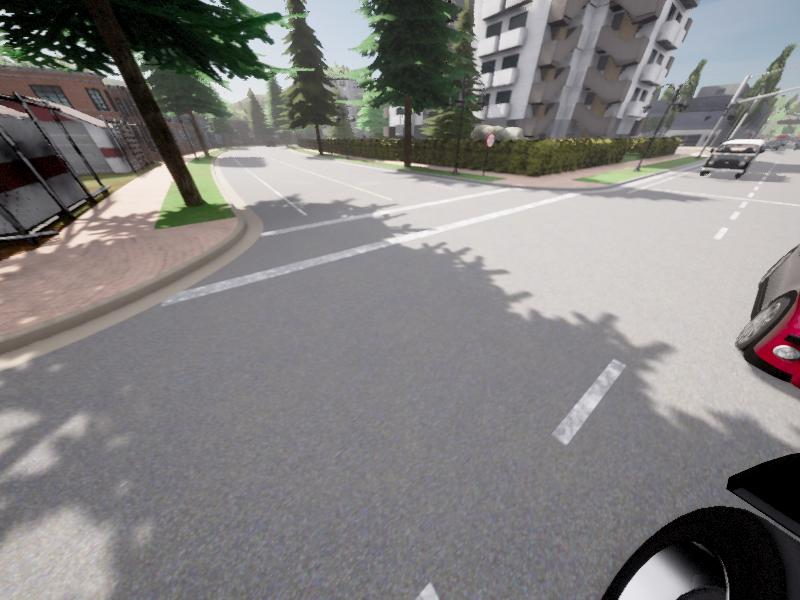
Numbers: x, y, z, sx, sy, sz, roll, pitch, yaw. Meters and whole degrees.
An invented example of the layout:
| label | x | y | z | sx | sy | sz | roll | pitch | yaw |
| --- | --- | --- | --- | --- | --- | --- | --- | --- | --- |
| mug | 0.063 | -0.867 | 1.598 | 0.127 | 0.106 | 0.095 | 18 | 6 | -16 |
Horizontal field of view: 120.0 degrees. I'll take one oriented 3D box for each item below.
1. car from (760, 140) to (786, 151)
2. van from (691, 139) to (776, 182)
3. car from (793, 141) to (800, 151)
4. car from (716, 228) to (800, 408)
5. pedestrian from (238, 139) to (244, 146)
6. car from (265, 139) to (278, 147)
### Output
| label | x | y | z | sx | sy | sz | roll | pitch | yaw |
| --- | --- | --- | --- | --- | --- | --- | --- | --- | --- |
| car | 66.300 | -27.476 | 41.024 | 3.705 | 1.549 | 1.789 | -23 | 41 | -28 |
| van | 21.336 | -9.043 | 14.808 | 4.480 | 2.038 | 2.069 | -22 | 41 | -28 |
| car | 72.147 | -27.512 | 40.839 | 4.553 | 1.767 | 2.097 | -23 | 41 | -28 |
| car | 5.841 | 0.054 | 2.526 | 3.806 | 1.475 | 1.970 | -22 | 41 | -28 |
| pedestrian | -48.375 | -48.034 | 70.468 | 0.751 | 1.860 | 0.751 | -5 | 35 | -7 |
| car | -37.717 | -46.051 | 67.862 | 1.905 | 1.878 | 3.866 | -5 | 35 | -7 |
